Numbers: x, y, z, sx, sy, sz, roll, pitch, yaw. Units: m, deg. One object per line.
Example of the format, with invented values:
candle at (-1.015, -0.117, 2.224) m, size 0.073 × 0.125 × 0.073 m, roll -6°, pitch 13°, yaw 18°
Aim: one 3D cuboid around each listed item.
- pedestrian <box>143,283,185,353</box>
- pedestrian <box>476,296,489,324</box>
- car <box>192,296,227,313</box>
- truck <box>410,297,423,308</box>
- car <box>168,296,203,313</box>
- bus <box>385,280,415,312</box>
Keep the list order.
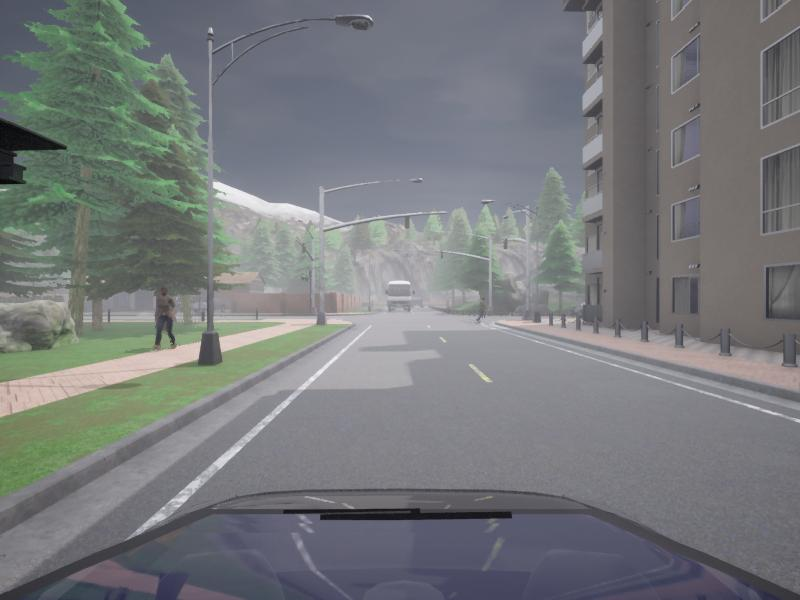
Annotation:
pedestrian at (-6.539, 0.485, 11.114) m, size 0.751 × 1.860 × 0.751 m, roll 0°, pitch 0°, yaw -3°
pedestrian at (5.516, 0.637, 26.875) m, size 0.751 × 1.860 × 0.751 m, roll 0°, pitch 0°, yaw 1°
car at (-21.587, 0.503, 45.523) m, size 1.932 × 1.855 × 4.605 m, roll 0°, pitch 0°, yaw -1°
truck at (3.378, 0.540, 82.464) m, size 2.390 × 2.098 × 6.274 m, roll 0°, pitch 0°, yaw 0°
car at (-24.091, 0.505, 45.073) m, size 1.905 × 1.878 × 3.866 m, roll 0°, pitch 0°, yaw -1°
bus at (0.035, -0.534, 57.845) m, size 3.944 × 4.253 × 10.273 m, roll 0°, pitch 0°, yaw 0°
